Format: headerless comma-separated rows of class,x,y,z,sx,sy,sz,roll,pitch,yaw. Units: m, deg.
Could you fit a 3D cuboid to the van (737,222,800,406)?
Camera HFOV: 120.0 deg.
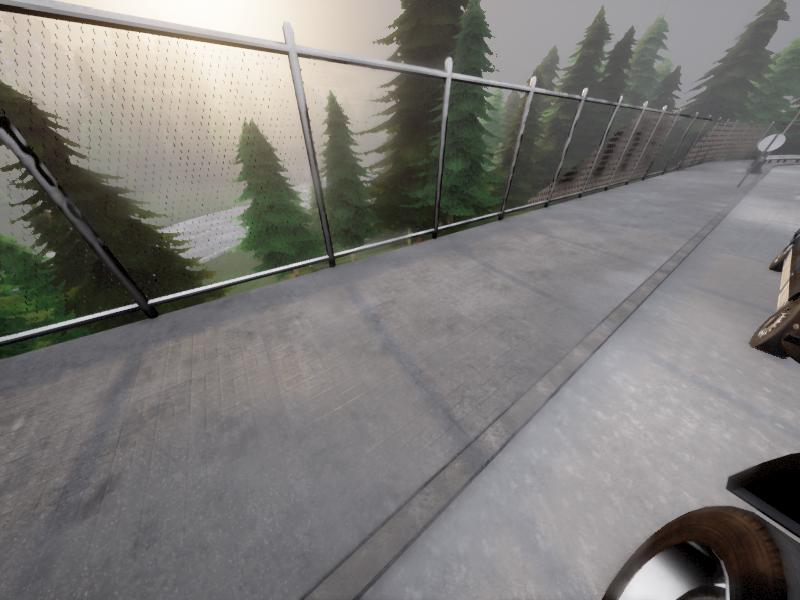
van,6.825,-0.674,2.631,5.915,2.561,1.988,-22,41,-28
